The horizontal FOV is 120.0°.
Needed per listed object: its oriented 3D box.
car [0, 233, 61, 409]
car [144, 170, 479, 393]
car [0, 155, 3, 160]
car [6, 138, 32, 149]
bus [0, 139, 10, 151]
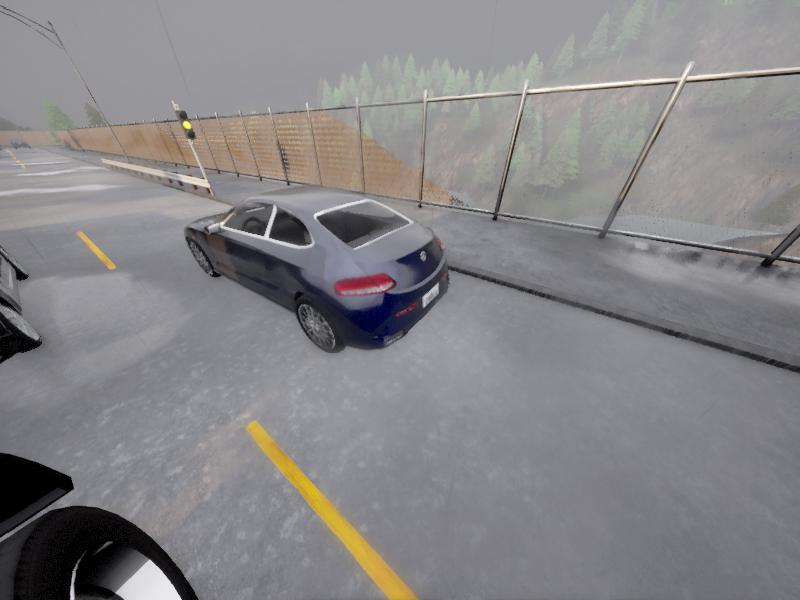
[{"bbox_3d":[-6.539,-0.173,2.719,5.238,1.638,1.930,22,41,28],"label":"car"},{"bbox_3d":[-1.659,-1.002,3.924,5.027,1.651,2.152,22,41,28],"label":"car"},{"bbox_3d":[-48.597,-17.249,26.685,5.027,1.651,2.152,22,41,28],"label":"car"},{"bbox_3d":[-80.320,-33.002,48.706,4.553,1.767,2.097,22,41,28],"label":"car"},{"bbox_3d":[-74.939,-29.103,41.063,10.273,4.253,3.944,22,41,28],"label":"bus"}]
